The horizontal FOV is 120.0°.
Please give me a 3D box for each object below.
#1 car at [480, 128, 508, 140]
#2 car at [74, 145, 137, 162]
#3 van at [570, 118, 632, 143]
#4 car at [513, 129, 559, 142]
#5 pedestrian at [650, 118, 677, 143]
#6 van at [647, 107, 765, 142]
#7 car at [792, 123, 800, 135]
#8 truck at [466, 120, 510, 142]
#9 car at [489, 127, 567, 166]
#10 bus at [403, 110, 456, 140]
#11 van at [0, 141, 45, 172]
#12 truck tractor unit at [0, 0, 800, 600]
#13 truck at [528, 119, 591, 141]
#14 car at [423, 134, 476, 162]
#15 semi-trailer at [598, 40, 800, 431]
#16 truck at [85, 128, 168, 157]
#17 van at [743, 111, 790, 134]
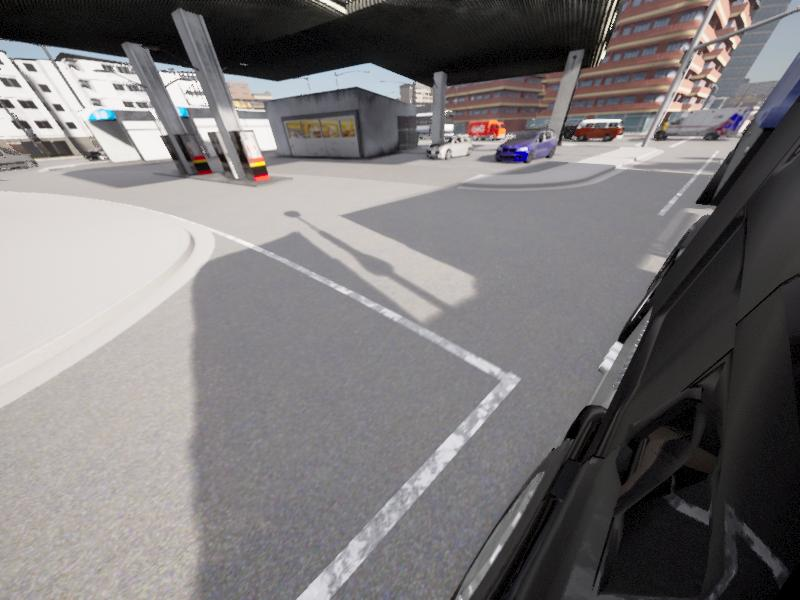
[{"bbox_3d":[15.112,-26.865,37.337,1.845,1.501,3.633,-29,44,-31],"label":"car"},{"bbox_3d":[-41.842,-21.062,33.084,1.930,1.638,5.238,7,38,13],"label":"car"},{"bbox_3d":[22.379,-19.030,25.974,2.069,2.038,4.480,-29,44,-31],"label":"van"},{"bbox_3d":[17.889,-21.744,30.509,1.895,1.301,4.718,-29,44,-31],"label":"car"},{"bbox_3d":[25.510,-16.442,22.425,0.751,1.860,0.751,-7,37,-6],"label":"pedestrian"},{"bbox_3d":[29.691,-17.318,22.900,2.351,2.431,6.366,-23,41,-25],"label":"van"},{"bbox_3d":[43.913,-18.514,24.257,5.238,1.638,1.930,-29,44,-30],"label":"car"},{"bbox_3d":[13.081,-25.372,34.683,2.627,2.467,5.204,-29,44,-30],"label":"truck"},{"bbox_3d":[8.155,-9.888,14.761,4.611,1.667,2.242,-28,43,-30],"label":"car"},{"bbox_3d":[5.486,-34.157,45.419,3.944,4.253,10.273,-29,44,-30],"label":"bus"},{"bbox_3d":[-43.140,-15.047,24.375,1.988,2.561,5.915,-5,37,-3],"label":"van"},{"bbox_3d":[2.645,-0.295,0.352,6.516,4.208,3.053,-28,44,-30],"label":"truck tractor unit"},{"bbox_3d":[21.257,-22.928,31.209,2.390,2.098,6.274,-28,44,-30],"label":"truck"},{"bbox_3d":[3.885,-11.970,18.084,3.806,1.475,1.970,-28,43,-30],"label":"car"},{"bbox_3d":[8.692,-3.609,4.235,14.254,4.402,2.717,-28,44,-30],"label":"semi-trailer"},{"bbox_3d":[-48.860,-28.587,41.758,2.891,3.827,8.468,13,40,20],"label":"truck"},{"bbox_3d":[42.478,-20.675,26.904,4.480,2.038,2.069,-28,44,-30],"label":"van"}]
